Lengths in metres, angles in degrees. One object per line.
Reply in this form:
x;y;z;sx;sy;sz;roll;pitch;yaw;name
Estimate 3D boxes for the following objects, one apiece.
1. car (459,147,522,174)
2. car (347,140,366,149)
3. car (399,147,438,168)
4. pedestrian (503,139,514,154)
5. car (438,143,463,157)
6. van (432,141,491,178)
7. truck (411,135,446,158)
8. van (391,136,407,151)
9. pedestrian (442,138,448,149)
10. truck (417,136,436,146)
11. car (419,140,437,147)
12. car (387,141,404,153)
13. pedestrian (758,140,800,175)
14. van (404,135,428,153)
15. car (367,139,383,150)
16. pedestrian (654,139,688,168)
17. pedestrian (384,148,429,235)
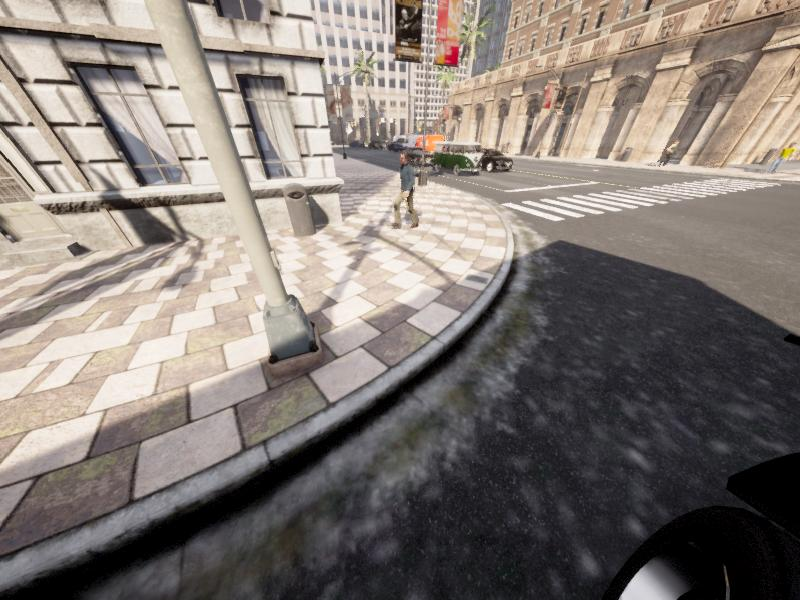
7.129;-11.494;18.879;1.837;1.490;4.892;-14;37;-18;car
-10.879;-38.916;57.654;4.553;1.767;2.097;27;43;33;car
1.623;-13.832;22.276;1.812;1.442;4.674;-14;37;-18;car
15.951;-22.692;34.086;0.751;1.860;0.751;-8;36;-11;pedestrian
7.259;-21.929;33.654;1.845;1.501;3.633;-13;37;-18;car
4.257;-10.413;16.937;1.775;1.987;4.442;-14;37;-18;van
3.831;-21.796;32.680;2.627;2.467;5.204;-13;38;-18;truck
-0.294;-33.994;49.950;1.988;2.561;5.915;-8;36;-11;van
9.200;-32.127;47.517;0.751;1.860;0.751;-16;38;-21;pedestrian
8.303;-49.524;71.985;5.204;2.467;2.627;-13;37;-18;truck
8.349;-46.956;69.201;4.792;1.488;2.163;-13;37;-18;car
-0.894;-28.140;42.453;1.851;1.617;3.988;-13;37;-18;car
24.107;-8.958;14.544;0.751;1.860;0.751;-14;37;-19;pedestrian
2.752;-28.718;42.440;1.988;2.561;5.915;-13;37;-18;van
-5.494;-34.454;51.196;1.932;1.855;4.605;-15;36;-20;car
21.283;-11.525;18.205;0.751;1.860;0.751;-7;36;-10;pedestrian
0.145;-2.736;5.874;0.751;1.860;0.751;-18;39;-24;pedestrian
